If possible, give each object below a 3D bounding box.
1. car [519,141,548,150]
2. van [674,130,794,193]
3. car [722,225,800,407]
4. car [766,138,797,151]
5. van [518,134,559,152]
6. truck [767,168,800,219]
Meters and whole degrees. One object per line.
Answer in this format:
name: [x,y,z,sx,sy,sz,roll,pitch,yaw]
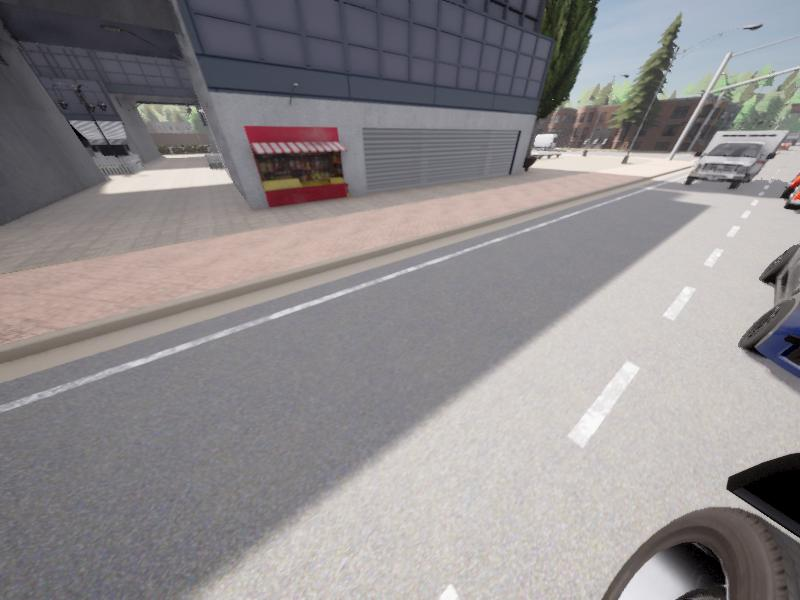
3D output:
car: [26.968,-31.389,46.884,2.007,1.525,4.514,-29,44,-35]
van: [18.241,-7.727,12.616,6.366,2.431,2.351,-22,41,-28]
car: [6.279,-0.086,2.538,4.611,1.667,2.242,-22,41,-28]
car: [66.674,-27.170,40.360,4.553,1.767,2.097,-22,41,-28]
van: [25.891,-29.572,43.437,1.988,2.561,5.915,-27,43,-33]
truck: [16.098,-4.448,7.867,5.204,2.467,2.627,-25,42,-26]
